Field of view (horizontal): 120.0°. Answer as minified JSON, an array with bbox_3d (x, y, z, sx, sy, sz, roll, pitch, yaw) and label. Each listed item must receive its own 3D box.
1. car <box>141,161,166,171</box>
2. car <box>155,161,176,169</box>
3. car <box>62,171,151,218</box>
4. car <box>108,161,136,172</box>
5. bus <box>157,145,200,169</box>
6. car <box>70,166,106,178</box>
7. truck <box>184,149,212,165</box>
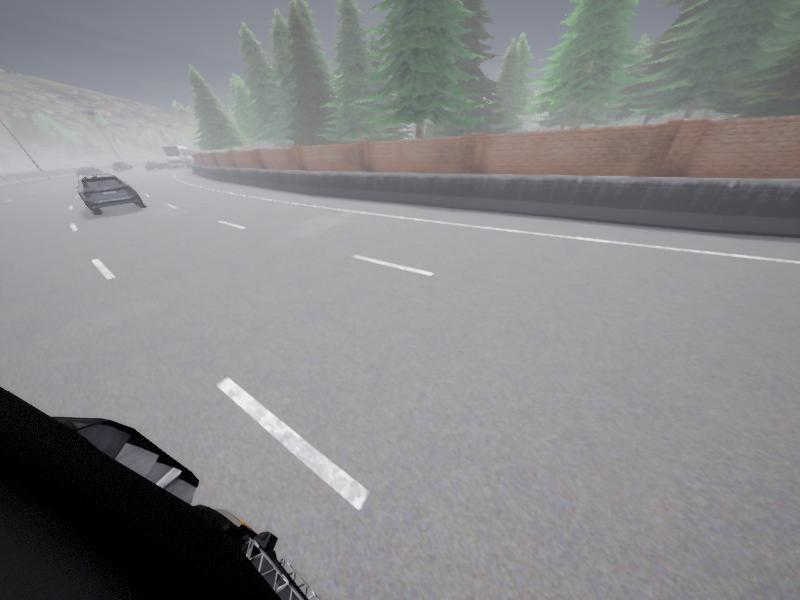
[{"bbox_3d":[-51.369,-28.045,48.289,2.152,1.651,5.027,-20,37,-23],"label":"car"},{"bbox_3d":[-55.367,-31.881,54.627,1.895,1.301,4.718,-17,36,-20],"label":"car"},{"bbox_3d":[-15.474,-5.733,12.195,4.856,1.649,2.033,23,42,33],"label":"car"},{"bbox_3d":[-60.724,-29.212,50.491,1.932,1.855,4.605,-17,35,-20],"label":"car"},{"bbox_3d":[-52.622,-34.264,55.319,3.944,4.253,10.273,-18,36,-20],"label":"bus"},{"bbox_3d":[-53.206,-21.974,39.542,2.033,1.411,5.357,-21,38,-25],"label":"car"},{"bbox_3d":[-64.849,-46.141,74.402,2.891,3.827,8.468,-10,34,-11],"label":"truck"}]
